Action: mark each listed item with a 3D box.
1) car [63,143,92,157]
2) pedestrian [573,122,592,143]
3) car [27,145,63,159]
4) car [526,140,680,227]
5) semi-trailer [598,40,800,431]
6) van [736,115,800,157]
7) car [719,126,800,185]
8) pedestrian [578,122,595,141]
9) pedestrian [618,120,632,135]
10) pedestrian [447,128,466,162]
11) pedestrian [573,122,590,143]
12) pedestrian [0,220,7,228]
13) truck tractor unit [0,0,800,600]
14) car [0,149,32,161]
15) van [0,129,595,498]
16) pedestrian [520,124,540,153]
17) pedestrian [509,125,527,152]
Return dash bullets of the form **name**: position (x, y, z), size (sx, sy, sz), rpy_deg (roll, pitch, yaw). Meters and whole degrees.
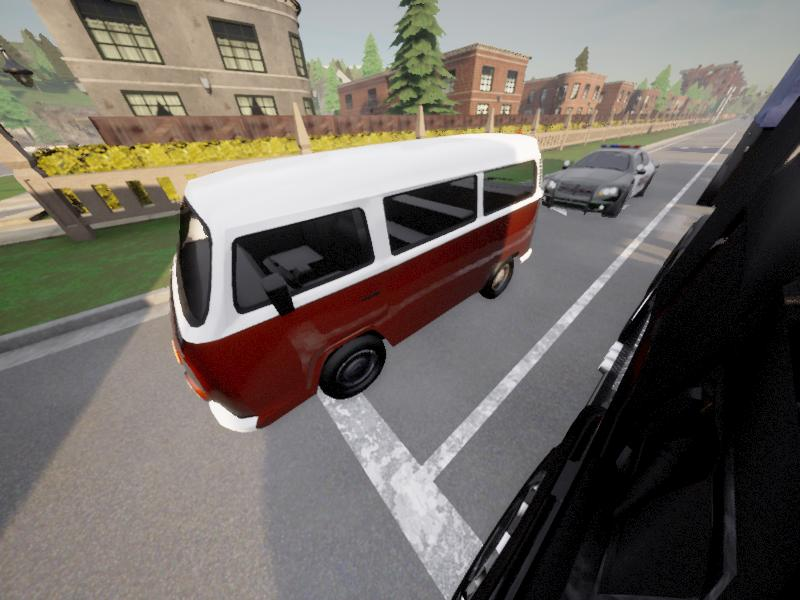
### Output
- **car**: position (-61.426, -28.656, 44.064), size (1.905, 1.878, 3.866), rpy_deg (-27, 43, -29)
- **pedestrian**: position (19.782, -18.137, 25.062), size (0.751, 1.860, 0.751), rpy_deg (-27, 43, -29)
- **car**: position (-62.679, -26.241, 40.879), size (1.932, 1.855, 4.605), rpy_deg (-27, 43, -29)
- **car**: position (6.392, -3.905, 7.229), size (4.974, 1.542, 2.038), rpy_deg (-28, 44, -30)
- **semi-trailer**: position (8.704, -3.585, 4.245), size (14.254, 4.402, 2.717), rpy_deg (-28, 44, -30)
- **van**: position (24.299, -10.809, 15.137), size (4.442, 1.987, 1.775), rpy_deg (-28, 43, -30)
- **car**: position (16.057, -6.308, 9.857), size (5.027, 1.651, 2.152), rpy_deg (-28, 43, -30)
- **pedestrian**: position (22.604, -20.454, 28.023), size (0.751, 1.860, 0.751), rpy_deg (-20, 40, -23)
- **pedestrian**: position (34.720, -26.597, 35.611), size (0.751, 1.860, 0.751), rpy_deg (-28, 44, -31)
- **pedestrian**: position (3.818, -10.549, 15.745), size (0.751, 1.860, 0.751), rpy_deg (-28, 44, -30)
- **pedestrian**: position (20.525, -18.950, 26.115), size (0.751, 1.860, 0.751), rpy_deg (-25, 42, -28)
- **pedestrian**: position (-12.283, -2.734, 6.129), size (0.751, 1.860, 0.751), rpy_deg (-2, 37, 1)
- **truck tractor unit**: position (2.645, -0.295, 0.351), size (6.516, 4.208, 3.053), rpy_deg (-28, 44, -30)
- **car**: position (-65.132, -24.514, 39.021), size (1.816, 1.474, 4.193), rpy_deg (-27, 43, -30)
- **van**: position (-0.058, -0.716, 2.861), size (4.480, 2.038, 2.069), rpy_deg (-28, 44, -29)
- **pedestrian**: position (10.752, -13.399, 19.191), size (0.751, 1.860, 0.751), rpy_deg (-28, 44, -30)
- **pedestrian**: position (10.227, -14.014, 20.049), size (0.751, 1.860, 0.751), rpy_deg (-28, 44, -31)
